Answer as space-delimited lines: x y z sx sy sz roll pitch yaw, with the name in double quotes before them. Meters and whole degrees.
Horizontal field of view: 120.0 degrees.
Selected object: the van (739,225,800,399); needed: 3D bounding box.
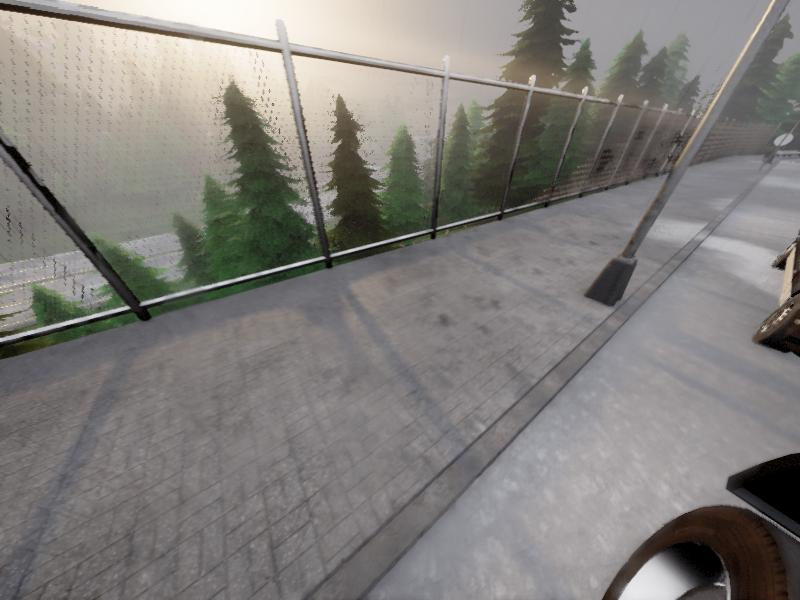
"van" 6.932 -0.718 2.665 5.915 2.561 1.988 -22 41 -28
